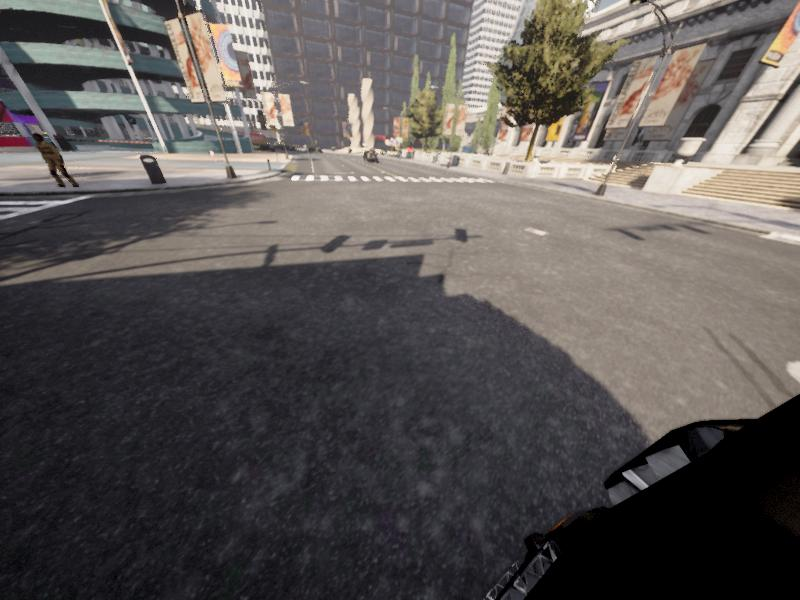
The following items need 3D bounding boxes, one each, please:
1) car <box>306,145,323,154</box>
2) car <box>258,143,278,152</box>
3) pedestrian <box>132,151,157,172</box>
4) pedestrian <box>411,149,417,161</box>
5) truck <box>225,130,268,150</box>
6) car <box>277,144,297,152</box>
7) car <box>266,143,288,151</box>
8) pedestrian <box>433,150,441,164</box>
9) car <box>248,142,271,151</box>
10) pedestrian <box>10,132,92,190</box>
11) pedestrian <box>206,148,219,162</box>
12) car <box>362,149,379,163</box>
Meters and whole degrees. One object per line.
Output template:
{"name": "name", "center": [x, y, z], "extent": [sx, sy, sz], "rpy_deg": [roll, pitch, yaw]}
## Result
{"name": "car", "center": [-20.423, -36.085, 55.391], "extent": [3.705, 1.549, 1.789], "rpy_deg": [24, 39, 28]}
{"name": "car", "center": [-30.481, -35.314, 53.412], "extent": [3.705, 1.549, 1.789], "rpy_deg": [17, 36, 19]}
{"name": "pedestrian", "center": [-15.880, -8.606, 14.374], "extent": [0.500, 1.100, 0.500], "rpy_deg": [1, 34, -4]}
{"name": "pedestrian", "center": [2.456, -26.162, 41.671], "extent": [0.751, 1.860, 0.751], "rpy_deg": [-8, 35, -17]}
{"name": "truck", "center": [-40.150, -42.088, 60.807], "extent": [8.468, 3.827, 2.891], "rpy_deg": [4, 33, 1]}
{"name": "car", "center": [-29.058, -39.054, 59.336], "extent": [4.181, 1.385, 1.994], "rpy_deg": [14, 35, 17]}
{"name": "car", "center": [-33.766, -42.157, 63.592], "extent": [4.902, 1.511, 2.128], "rpy_deg": [10, 34, 11]}
{"name": "pedestrian", "center": [5.826, -22.553, 36.496], "extent": [0.751, 1.860, 0.751], "rpy_deg": [-6, 34, -13]}
{"name": "car", "center": [-35.236, -38.439, 57.850], "extent": [4.514, 1.525, 2.007], "rpy_deg": [10, 34, 11]}
{"name": "pedestrian", "center": [-13.402, -5.352, 8.972], "extent": [0.751, 1.860, 0.751], "rpy_deg": [-4, 34, -10]}
{"name": "pedestrian", "center": [-18.125, -14.018, 22.364], "extent": [0.500, 1.100, 0.500], "rpy_deg": [-4, 34, -10]}
{"name": "car", "center": [-4.599, -22.385, 35.948], "extent": [1.851, 1.617, 3.988], "rpy_deg": [-8, 35, -16]}
